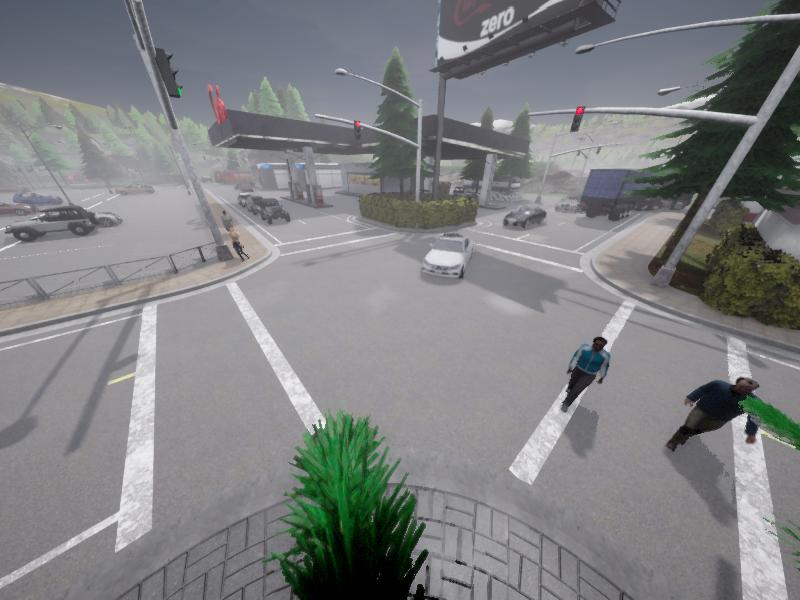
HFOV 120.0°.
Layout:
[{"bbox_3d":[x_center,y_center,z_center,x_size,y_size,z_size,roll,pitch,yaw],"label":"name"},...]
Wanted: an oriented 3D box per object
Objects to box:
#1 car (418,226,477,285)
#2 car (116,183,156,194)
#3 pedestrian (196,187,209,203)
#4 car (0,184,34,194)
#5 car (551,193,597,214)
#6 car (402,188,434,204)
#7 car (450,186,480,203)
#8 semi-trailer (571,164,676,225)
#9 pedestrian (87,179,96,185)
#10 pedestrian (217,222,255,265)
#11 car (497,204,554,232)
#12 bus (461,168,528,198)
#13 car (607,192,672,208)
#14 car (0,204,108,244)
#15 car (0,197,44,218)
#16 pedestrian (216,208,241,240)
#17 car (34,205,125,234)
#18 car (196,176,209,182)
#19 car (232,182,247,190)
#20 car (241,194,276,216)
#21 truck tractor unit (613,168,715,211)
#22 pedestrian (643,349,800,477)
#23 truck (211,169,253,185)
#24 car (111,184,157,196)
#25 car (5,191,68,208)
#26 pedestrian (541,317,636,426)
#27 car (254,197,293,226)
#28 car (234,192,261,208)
[{"bbox_3d":[2.563,-2.492,11.753,1.812,1.442,4.674,12,31,19],"label":"car"},{"bbox_3d":[-49.532,-20.953,43.472,4.514,1.523,2.007,-23,37,-34],"label":"car"},{"bbox_3d":[-27.454,-14.585,32.045,0.751,1.860,0.751,-23,37,-34],"label":"pedestrian"},{"bbox_3d":[-75.566,-21.354,44.502,4.792,1.488,2.163,-23,37,-34],"label":"car"},{"bbox_3d":[19.282,-10.778,25.613,4.611,1.667,2.242,-20,36,-31],"label":"car"},{"bbox_3d":[2.620,-15.713,34.677,2.242,1.667,4.611,-23,37,-34],"label":"car"},{"bbox_3d":[9.747,-16.005,34.849,1.905,1.878,3.866,-23,37,-34],"label":"car"},{"bbox_3d":[22.575,-10.822,22.953,14.254,4.402,2.717,-19,35,-30],"label":"semi-trailer"},{"bbox_3d":[-85.593,-32.782,64.124,0.751,1.300,0.751,6,30,10],"label":"pedestrian"},{"bbox_3d":[-7.855,-2.737,11.160,0.751,1.860,0.751,-4,30,-7],"label":"pedestrian"},{"bbox_3d":[10.532,-7.002,19.310,4.902,1.511,2.128,-21,36,-35],"label":"car"},{"bbox_3d":[16.718,-21.582,42.125,3.944,4.253,10.273,-22,37,-33],"label":"bus"},{"bbox_3d":[30.711,-13.017,29.924,5.357,1.411,2.033,13,33,22],"label":"car"},{"bbox_3d":[-23.841,-5.383,15.979,3.866,1.878,1.905,-23,37,-34],"label":"car"},{"bbox_3d":[-39.420,-8.945,22.590,4.514,1.523,2.007,-23,37,-34],"label":"car"},{"bbox_3d":[-11.683,-5.192,15.776,0.751,1.860,0.751,-24,37,-35],"label":"pedestrian"},{"bbox_3d":[-25.501,-6.610,18.671,3.806,1.475,1.970,-23,37,-34],"label":"car"},{"bbox_3d":[-67.685,-41.393,79.050,5.238,1.638,1.930,24,38,35],"label":"car"},{"bbox_3d":[-36.296,-25.753,52.127,1.816,1.474,4.193,-22,37,-33],"label":"car"},{"bbox_3d":[-15.972,-10.737,25.967,2.033,1.649,4.856,-22,37,-33],"label":"car"},{"bbox_3d":[29.425,-12.465,26.149,6.516,4.208,3.053,-2,28,-4],"label":"truck tractor unit"},{"bbox_3d":[5.131,1.880,3.824,0.751,1.860,0.751,-18,34,-28],"label":"pedestrian"},{"bbox_3d":[-47.686,-35.039,65.861,8.468,3.827,2.891,-11,32,-18],"label":"truck"},{"bbox_3d":[-47.482,-19.774,41.410,5.027,1.636,2.152,-23,37,-34],"label":"car"},{"bbox_3d":[-45.788,-12.777,29.270,3.633,1.501,1.845,-23,37,-34],"label":"car"},{"bbox_3d":[3.592,1.403,4.521,0.751,1.860,0.751,-24,38,-35],"label":"pedestrian"},{"bbox_3d":[-11.869,-8.361,21.588,1.905,1.878,3.866,-22,37,-33],"label":"car"},{"bbox_3d":[-19.994,-13.111,30.230,1.970,1.475,3.806,-22,37,-33],"label":"car"}]
